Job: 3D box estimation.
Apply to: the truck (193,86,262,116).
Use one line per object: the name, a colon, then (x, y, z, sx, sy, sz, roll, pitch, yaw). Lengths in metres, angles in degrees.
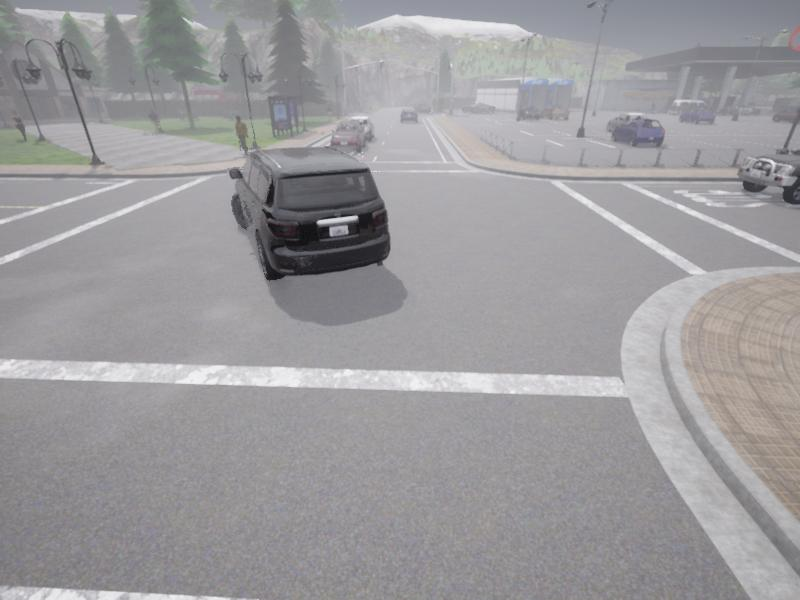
truck: (-25.524, -29.657, 59.579, 8.468, 3.827, 2.891, -2, 27, -3)

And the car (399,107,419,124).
car: (1.043, -20.974, 45.370, 2.163, 1.488, 4.792, 1, 27, 1)

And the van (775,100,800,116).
van: (57.600, -27.749, 57.856, 4.442, 1.987, 1.775, 1, 27, 2)

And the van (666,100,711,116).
van: (41.997, -28.021, 58.339, 4.480, 2.038, 2.069, 1, 27, 2)

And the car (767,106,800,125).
car: (40.040, -18.539, 40.197, 2.007, 1.523, 4.514, 1, 27, 1)

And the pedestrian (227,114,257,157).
pedestrian: (-7.610, -7.937, 19.326, 0.751, 1.860, 0.751, 8, 28, 15)

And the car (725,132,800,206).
car: (13.322, -4.044, 12.243, 4.605, 1.855, 1.932, 1, 27, 1)

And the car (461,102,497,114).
car: (12.264, -29.936, 62.477, 5.238, 1.638, 1.930, 1, 27, 2)

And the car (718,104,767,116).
car: (49.727, -27.699, 58.195, 4.974, 1.542, 2.038, 1, 27, 2)

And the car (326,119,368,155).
car: (-2.950, -9.456, 23.077, 1.789, 1.549, 3.705, 1, 27, 1)

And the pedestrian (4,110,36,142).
pedestrian: (-24.362, -11.172, 25.676, 0.751, 1.860, 0.751, 18, 32, 30)

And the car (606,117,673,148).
car: (14.543, -10.354, 24.587, 1.845, 1.501, 3.633, 1, 27, 1)

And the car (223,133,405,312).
car: (-2.104, -2.104, 8.340, 2.150, 2.045, 5.566, -12, 30, -23)

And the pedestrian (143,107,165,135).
pedestrian: (-18.105, -13.203, 29.489, 0.751, 1.860, 0.751, 24, 36, 38)

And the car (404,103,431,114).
car: (2.697, -30.020, 62.814, 4.193, 1.474, 1.816, 1, 27, 2)

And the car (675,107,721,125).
car: (30.053, -18.673, 40.507, 1.845, 1.501, 3.633, 1, 27, 1)

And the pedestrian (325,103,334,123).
pedestrian: (-7.306, -19.348, 41.443, 0.751, 1.860, 0.751, -2, 27, -3)

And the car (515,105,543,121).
car: (15.301, -22.362, 47.674, 2.007, 1.523, 4.514, 1, 27, 1)

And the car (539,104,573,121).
car: (18.438, -22.352, 47.634, 2.152, 1.636, 5.027, 1, 27, 1)

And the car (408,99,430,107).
car: (4.358, -45.904, 93.275, 4.856, 1.649, 2.033, -15, 31, -27)

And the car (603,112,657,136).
car: (17.741, -13.719, 31.098, 1.970, 1.475, 3.806, 1, 27, 1)

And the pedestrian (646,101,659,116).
pedestrian: (34.495, -26.224, 54.682, 0.751, 1.860, 0.751, 1, 27, 1)

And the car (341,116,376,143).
car: (-2.839, -12.043, 28.151, 1.970, 1.475, 3.806, 1, 27, 1)
